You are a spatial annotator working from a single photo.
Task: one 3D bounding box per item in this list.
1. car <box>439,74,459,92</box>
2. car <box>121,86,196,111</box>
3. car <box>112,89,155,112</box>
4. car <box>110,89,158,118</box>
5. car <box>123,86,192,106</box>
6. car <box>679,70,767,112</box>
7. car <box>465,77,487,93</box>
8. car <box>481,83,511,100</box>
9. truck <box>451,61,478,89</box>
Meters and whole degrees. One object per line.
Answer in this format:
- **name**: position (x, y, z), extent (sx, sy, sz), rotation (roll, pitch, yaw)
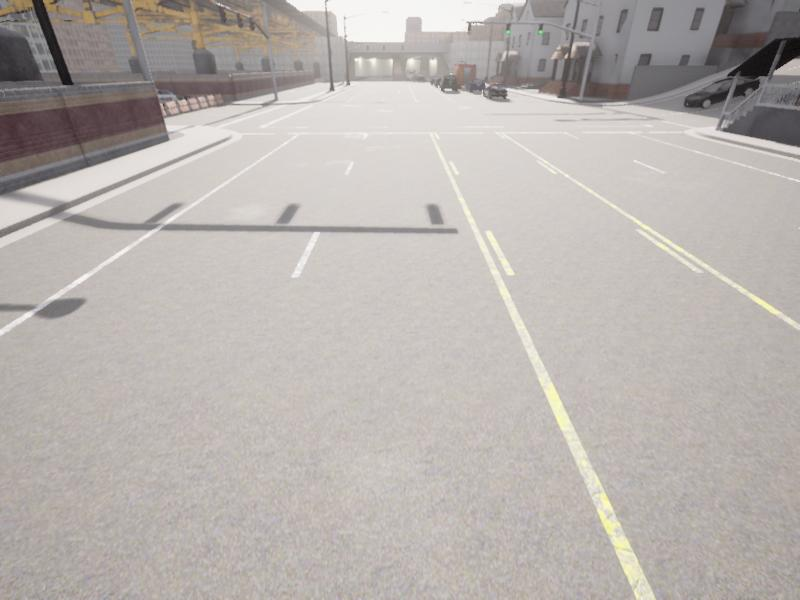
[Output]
- **car**: position (7.001, -31.204, 57.543), extent (2.150, 2.045, 5.566), rotation (0, 31, 0)
- **car**: position (-20.236, -17.108, 33.800), extent (2.038, 1.542, 4.974), rotation (15, 34, 24)
- **car**: position (-19.477, -14.562, 29.120), extent (1.853, 1.218, 4.536), rotation (-20, 36, -31)
- **car**: position (-19.446, -14.405, 29.163), extent (2.038, 1.542, 4.974), rotation (-20, 36, -31)
- **car**: position (-20.260, -17.221, 33.681), extent (1.853, 1.218, 4.536), rotation (15, 34, 24)
- **car**: position (25.123, -16.353, 31.296), extent (5.008, 1.535, 1.882), rotation (-14, 30, 7)
- **car**: position (10.499, -29.806, 55.391), extent (2.097, 1.767, 4.553), rotation (0, 30, 0)
- **car**: position (10.495, -23.024, 44.155), extent (2.033, 1.411, 5.357), rotation (0, 30, 0)
- **truck**: position (10.505, -37.312, 66.250), extent (2.891, 3.827, 8.468), rotation (0, 30, 0)
